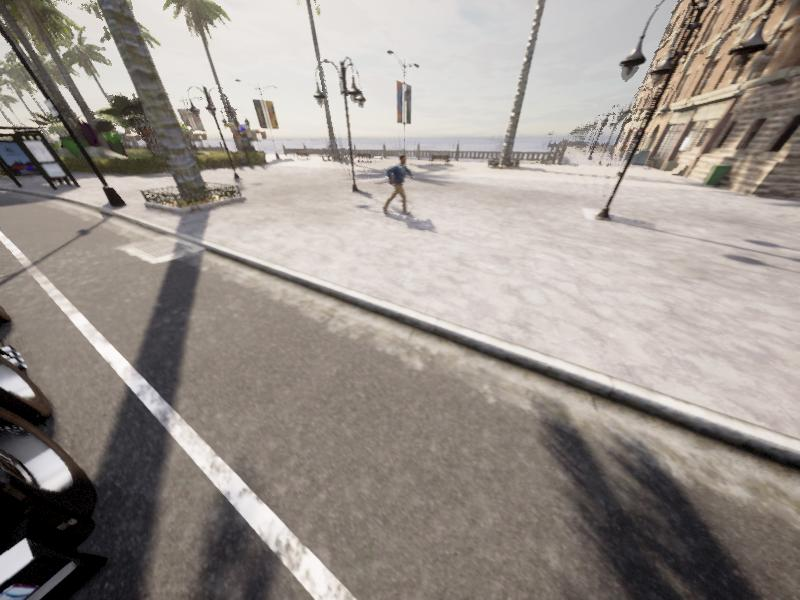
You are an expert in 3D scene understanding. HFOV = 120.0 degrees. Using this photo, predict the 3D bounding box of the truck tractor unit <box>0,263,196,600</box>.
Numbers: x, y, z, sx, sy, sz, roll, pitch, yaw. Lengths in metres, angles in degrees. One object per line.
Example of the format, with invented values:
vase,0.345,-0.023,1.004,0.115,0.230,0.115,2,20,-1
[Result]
truck tractor unit,-5.111,-0.299,0.787,6.516,4.208,3.053,18,39,24

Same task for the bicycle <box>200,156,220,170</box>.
bicycle,-17.015,-12.285,20.704,1.643,1.024,0.373,18,39,24

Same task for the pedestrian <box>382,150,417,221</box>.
pedestrian,0.011,-3.529,7.148,0.751,1.860,0.751,15,38,21

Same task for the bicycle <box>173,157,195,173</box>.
bicycle,-18.001,-11.279,19.267,1.643,1.024,0.373,18,39,24

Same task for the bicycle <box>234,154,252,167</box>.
bicycle,-15.536,-13.793,22.858,1.643,1.024,0.373,18,39,24
